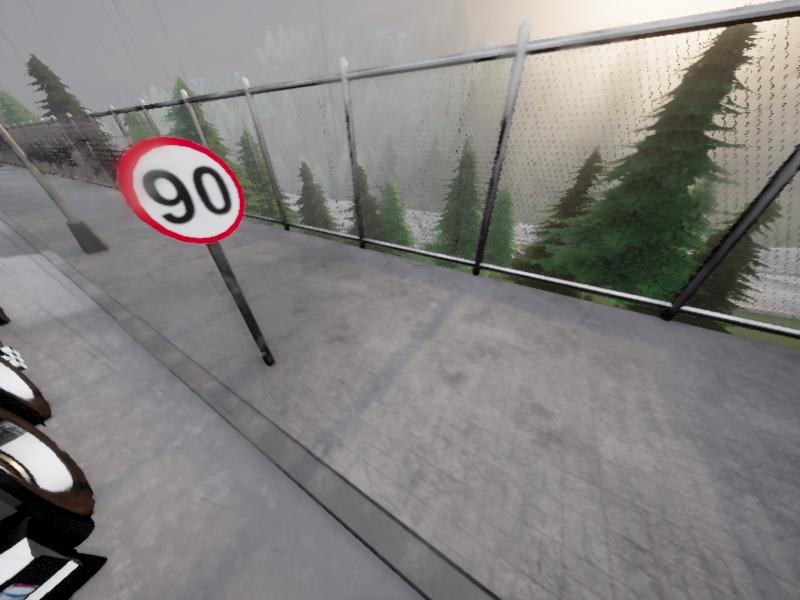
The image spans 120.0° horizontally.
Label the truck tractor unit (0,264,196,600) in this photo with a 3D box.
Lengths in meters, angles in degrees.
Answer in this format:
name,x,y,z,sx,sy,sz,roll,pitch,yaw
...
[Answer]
name,x,y,z,sx,sy,sz,roll,pitch,yaw
truck tractor unit,-5.113,-0.296,0.788,6.516,4.208,3.053,18,39,24
